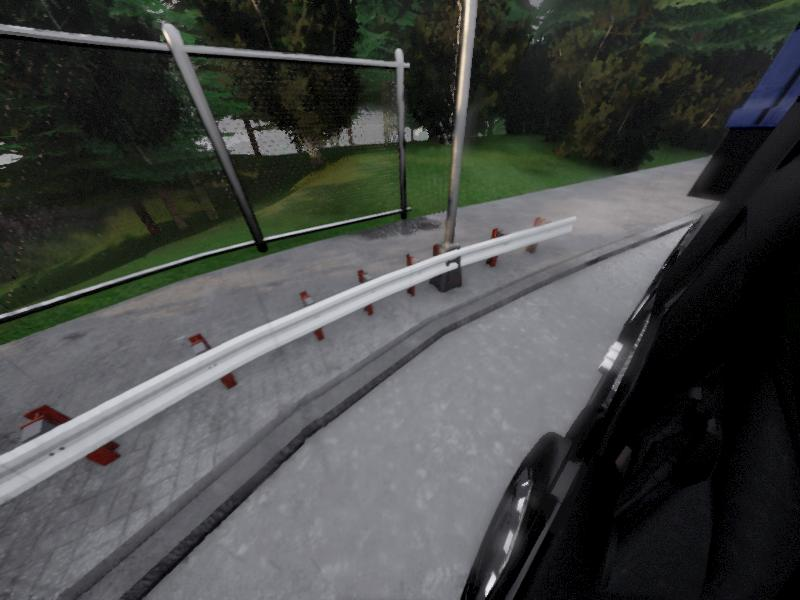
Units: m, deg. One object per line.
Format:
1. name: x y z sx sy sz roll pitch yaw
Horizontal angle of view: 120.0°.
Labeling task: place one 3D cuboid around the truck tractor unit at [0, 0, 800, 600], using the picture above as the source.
1. truck tractor unit: 2.645 -0.295 0.352 6.516 4.208 3.053 -28 44 -30

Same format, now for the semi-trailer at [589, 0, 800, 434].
1. semi-trailer: 9.314 -3.096 3.499 14.254 4.402 2.717 -20 40 -22
